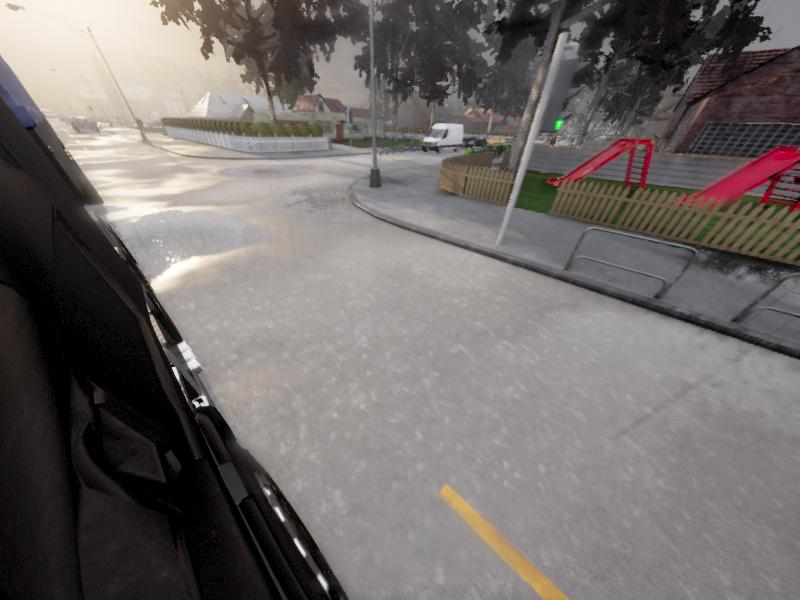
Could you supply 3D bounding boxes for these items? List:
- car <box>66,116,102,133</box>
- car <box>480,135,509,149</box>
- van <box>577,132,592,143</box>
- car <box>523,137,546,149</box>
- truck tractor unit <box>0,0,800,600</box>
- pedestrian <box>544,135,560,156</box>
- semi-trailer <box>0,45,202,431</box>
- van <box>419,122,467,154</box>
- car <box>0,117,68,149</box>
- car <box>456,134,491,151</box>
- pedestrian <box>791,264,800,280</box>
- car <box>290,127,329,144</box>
[{"bbox_3d":[-43.761,-24.309,31.999,5.027,1.651,2.152,28,44,30],"label":"car"},{"bbox_3d":[14.233,-23.746,34.610,1.801,1.575,5.366,28,44,30],"label":"car"},{"bbox_3d":[55.429,-48.850,69.424,1.988,2.561,5.915,28,44,30],"label":"van"},{"bbox_3d":[21.271,-24.838,36.506,1.845,1.501,3.633,28,44,30],"label":"car"},{"bbox_3d":[-2.645,-0.295,0.351,6.516,4.208,3.053,28,44,30],"label":"truck tractor unit"},{"bbox_3d":[16.612,-16.894,25.217,0.751,1.860,0.751,27,44,29],"label":"pedestrian"},{"bbox_3d":[-8.702,-3.600,4.228,14.254,4.402,2.717,28,44,30],"label":"semi-trailer"},{"bbox_3d":[4.717,-17.540,25.050,1.988,2.561,5.915,28,44,30],"label":"van"},{"bbox_3d":[-27.467,-12.479,17.207,4.611,1.667,2.242,26,43,27],"label":"car"},{"bbox_3d":[9.626,-20.575,30.108,2.152,1.651,5.027,28,44,30],"label":"car"},{"bbox_3d":[7.884,-0.992,3.634,0.751,1.860,0.751,28,44,30],"label":"pedestrian"},{"bbox_3d":[-10.461,-19.069,26.732,4.181,1.381,1.994,28,44,30],"label":"car"}]
